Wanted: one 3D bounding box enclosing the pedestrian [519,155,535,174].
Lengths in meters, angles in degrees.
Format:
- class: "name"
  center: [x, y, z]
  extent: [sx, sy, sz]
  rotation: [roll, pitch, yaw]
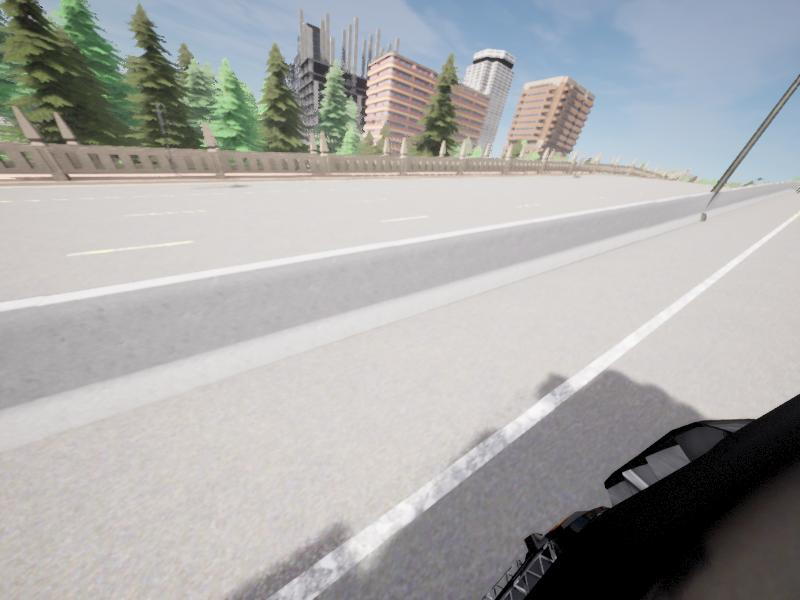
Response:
- class: "pedestrian"
  center: [15.398, -16.498, 28.085]
  extent: [0.751, 1.860, 0.751]
  rotation: [-9, 35, -30]
